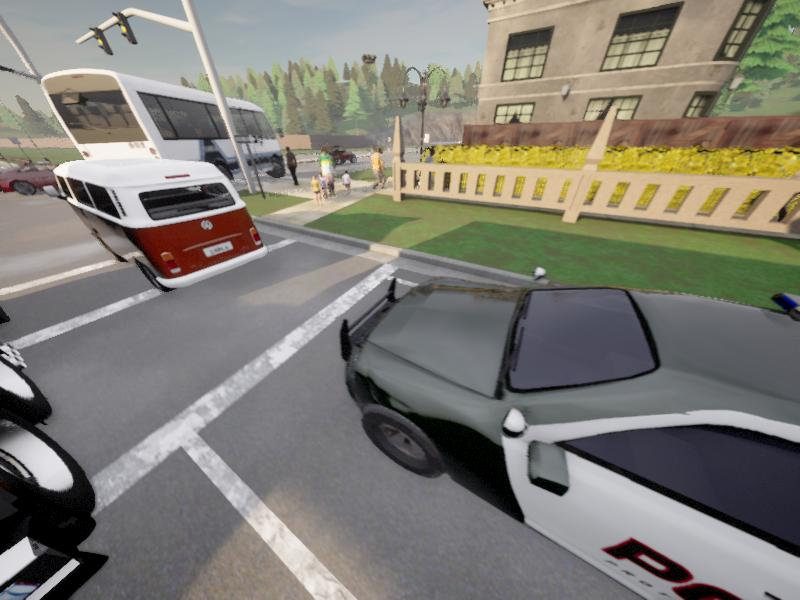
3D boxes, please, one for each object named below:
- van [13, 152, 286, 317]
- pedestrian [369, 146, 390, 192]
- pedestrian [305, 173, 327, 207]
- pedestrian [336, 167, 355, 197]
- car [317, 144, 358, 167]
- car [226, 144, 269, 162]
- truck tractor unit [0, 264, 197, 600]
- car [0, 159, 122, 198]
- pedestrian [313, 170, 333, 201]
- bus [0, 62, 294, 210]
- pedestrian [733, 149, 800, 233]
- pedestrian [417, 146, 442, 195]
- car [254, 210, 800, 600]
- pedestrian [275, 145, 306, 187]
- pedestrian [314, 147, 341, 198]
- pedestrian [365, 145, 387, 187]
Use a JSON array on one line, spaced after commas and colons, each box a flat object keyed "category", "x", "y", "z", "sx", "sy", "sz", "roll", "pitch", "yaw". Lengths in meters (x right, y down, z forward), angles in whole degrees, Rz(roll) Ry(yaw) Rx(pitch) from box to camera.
[{"category": "van", "x": -4.975, "y": -1.747, "z": 4.775, "sx": 4.480, "sy": 2.038, "sz": 2.069, "roll": 20, "pitch": 40, "yaw": 25}, {"category": "pedestrian", "x": -0.940, "y": -6.230, "z": 11.018, "sx": 0.751, "sy": 1.860, "sz": 0.751, "roll": 6, "pitch": 35, "yaw": 9}, {"category": "pedestrian", "x": -3.131, "y": -4.128, "z": 8.684, "sx": 0.500, "sy": 1.100, "sz": 0.500, "roll": -5, "pitch": 35, "yaw": -7}, {"category": "pedestrian", "x": -2.387, "y": -5.222, "z": 10.248, "sx": 0.500, "sy": 1.100, "sz": 0.500, "roll": 10, "pitch": 36, "yaw": 14}, {"category": "car", "x": -6.570, "y": -15.511, "z": 24.676, "sx": 1.905, "sy": 1.878, "sz": 3.866, "roll": 18, "pitch": 39, "yaw": 25}, {"category": "car", "x": -19.915, "y": -19.398, "z": 30.379, "sx": 1.905, "sy": 1.878, "sz": 3.866, "roll": 18, "pitch": 39, "yaw": 25}, {"category": "truck tractor unit", "x": -5.110, "y": -0.301, "z": 0.777, "sx": 6.516, "sy": 4.208, "sz": 3.053, "roll": 18, "pitch": 39, "yaw": 24}, {"category": "car", "x": -19.220, "y": -6.920, "z": 12.911, "sx": 1.994, "sy": 1.385, "sz": 4.181, "roll": 17, "pitch": 38, "yaw": 23}, {"category": "pedestrian", "x": -3.146, "y": -4.703, "z": 9.510, "sx": 0.500, "sy": 1.100, "sz": 0.500, "roll": -1, "pitch": 35, "yaw": -1}, {"category": "bus", "x": -10.426, "y": -8.503, "z": 12.597, "sx": 3.944, "sy": 4.253, "sz": 10.273, "roll": 0, "pitch": 35, "yaw": 3}, {"category": "pedestrian", "x": 10.297, "y": -2.859, "z": 6.078, "sx": 0.751, "sy": 1.860, "sz": 0.751, "roll": 16, "pitch": 38, "yaw": 23}, {"category": "pedestrian", "x": 1.315, "y": -5.857, "z": 10.462, "sx": 0.751, "sy": 1.860, "sz": 0.751, "roll": 17, "pitch": 39, "yaw": 23}, {"category": "car", "x": 1.745, "y": 0.731, "z": 1.609, "sx": 4.974, "sy": 1.542, "sz": 2.038, "roll": 19, "pitch": 39, "yaw": 24}, {"category": "pedestrian", "x": -5.759, "y": -7.098, "z": 12.255, "sx": 0.751, "sy": 1.860, "sz": 0.751, "roll": 18, "pitch": 39, "yaw": 24}, {"category": "pedestrian", "x": -3.091, "y": -5.492, "z": 9.978, "sx": 0.751, "sy": 1.860, "sz": 0.751, "roll": -7, "pitch": 35, "yaw": -9}, {"category": "pedestrian", "x": -1.229, "y": -7.087, "z": 12.251, "sx": 0.751, "sy": 1.860, "sz": 0.751, "roll": 22, "pitch": 41, "yaw": 29}]
